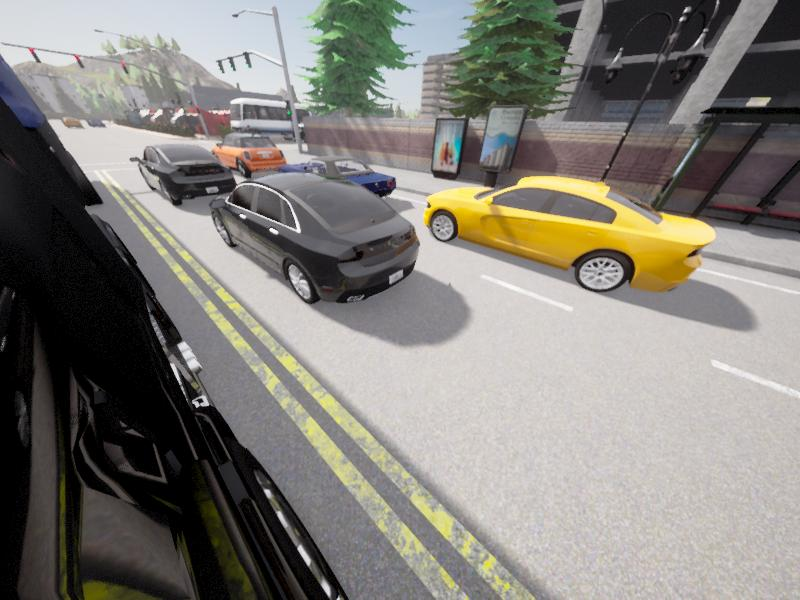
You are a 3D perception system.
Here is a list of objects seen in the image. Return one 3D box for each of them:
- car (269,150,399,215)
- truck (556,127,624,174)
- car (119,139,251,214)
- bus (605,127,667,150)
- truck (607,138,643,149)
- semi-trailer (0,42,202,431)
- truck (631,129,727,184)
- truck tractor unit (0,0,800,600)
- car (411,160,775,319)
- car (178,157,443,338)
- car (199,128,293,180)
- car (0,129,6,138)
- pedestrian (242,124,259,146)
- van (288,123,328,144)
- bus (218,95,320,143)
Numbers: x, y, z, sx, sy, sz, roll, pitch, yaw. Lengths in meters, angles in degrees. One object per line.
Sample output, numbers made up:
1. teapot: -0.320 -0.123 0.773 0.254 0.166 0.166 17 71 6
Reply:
1. car: -2.473 -4.477 8.401 4.718 1.301 1.895 28 44 30
2. truck: 13.950 -11.037 16.930 2.615 2.467 5.204 28 44 30
3. car: -7.407 -4.444 7.896 4.892 1.490 1.837 28 44 30
4. bus: 61.485 -42.492 60.716 10.273 4.253 3.944 28 44 30
5. truck: 58.216 -40.701 59.925 6.274 2.098 2.390 28 44 30
6. semi-trailer: -8.700 -3.597 4.235 14.254 4.402 2.717 28 44 30
7. truck: 17.254 -9.288 14.782 2.615 2.467 5.204 28 44 30
8. truck tractor unit: -2.645 -0.295 0.351 6.516 4.208 3.053 28 44 30
9. car: 2.834 -1.756 4.868 5.008 1.535 1.882 28 44 30
10. car: -1.889 -1.515 4.299 4.892 1.490 1.837 28 44 30
11. car: -7.823 -7.523 11.748 4.553 1.767 2.097 28 44 30
12. car: -40.072 -16.401 21.899 5.366 1.575 1.801 29 44 31
13. pedestrian: -15.642 -17.345 24.266 0.751 1.860 0.751 27 43 29
14. van: -12.256 -22.402 31.133 2.069 2.038 4.480 24 42 26
15. bus: -16.517 -23.429 30.405 3.944 4.253 10.273 28 43 30
